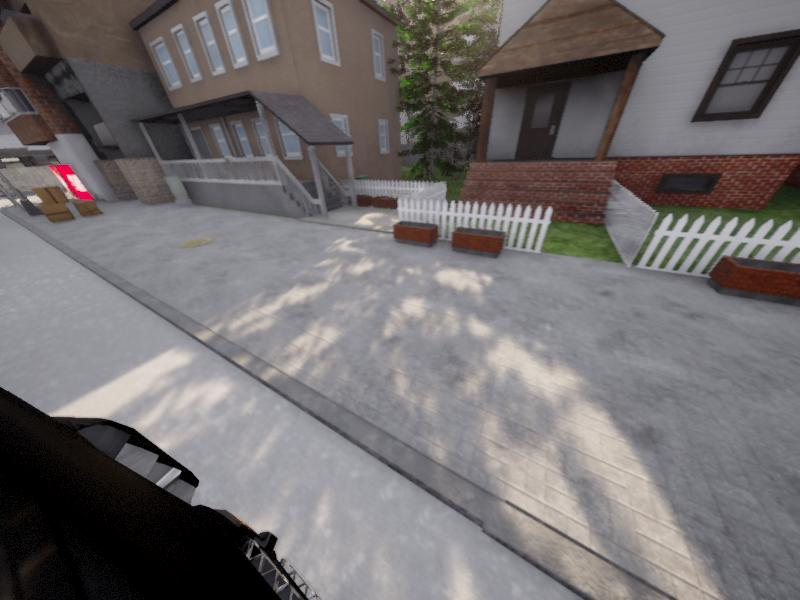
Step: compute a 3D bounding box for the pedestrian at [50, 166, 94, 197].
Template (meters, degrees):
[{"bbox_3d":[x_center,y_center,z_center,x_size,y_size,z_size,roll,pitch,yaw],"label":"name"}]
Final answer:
[{"bbox_3d":[-23.604,-8.543,16.673,0.751,1.860,0.751,-1,33,2],"label":"pedestrian"}]
